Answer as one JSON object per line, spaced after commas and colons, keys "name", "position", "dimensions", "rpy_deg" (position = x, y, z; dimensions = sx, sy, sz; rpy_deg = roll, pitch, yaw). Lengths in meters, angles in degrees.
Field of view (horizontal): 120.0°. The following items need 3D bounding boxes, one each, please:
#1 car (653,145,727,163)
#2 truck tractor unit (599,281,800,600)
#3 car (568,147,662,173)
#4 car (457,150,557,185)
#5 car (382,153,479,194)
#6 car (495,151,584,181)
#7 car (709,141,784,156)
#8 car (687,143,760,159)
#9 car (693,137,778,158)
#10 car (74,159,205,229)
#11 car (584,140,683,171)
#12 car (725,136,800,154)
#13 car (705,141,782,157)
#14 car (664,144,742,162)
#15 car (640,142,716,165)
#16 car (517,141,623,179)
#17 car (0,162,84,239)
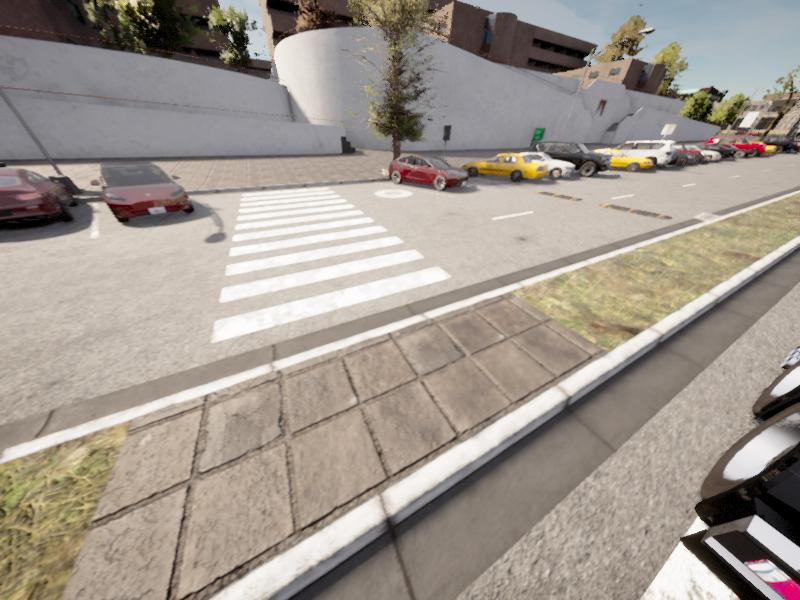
{"name": "car", "position": [30.933, -15.772, 24.873], "dimensions": [4.674, 1.452, 2.002], "rpy_deg": [28, 44, 34]}
{"name": "truck tractor unit", "position": [5.141, -0.271, 0.728], "dimensions": [6.516, 4.208, 3.053], "rpy_deg": [-17, 39, -23]}
{"name": "car", "position": [17.671, -11.742, 19.265], "dimensions": [5.366, 1.575, 1.946], "rpy_deg": [28, 43, 34]}
{"name": "car", "position": [6.677, -8.759, 15.034], "dimensions": [5.366, 1.575, 1.946], "rpy_deg": [28, 44, 34]}
{"name": "car", "position": [1.480, -7.110, 12.709], "dimensions": [4.792, 1.488, 2.163], "rpy_deg": [28, 43, 34]}
{"name": "car", "position": [9.494, -9.433, 16.074], "dimensions": [4.674, 1.452, 2.002], "rpy_deg": [28, 43, 34]}
{"name": "car", "position": [46.862, -20.719, 31.477], "dimensions": [5.366, 1.575, 1.946], "rpy_deg": [28, 44, 34]}
{"name": "car", "position": [38.992, -18.195, 28.112], "dimensions": [4.792, 1.488, 2.163], "rpy_deg": [28, 44, 34]}
{"name": "car", "position": [41.667, -19.234, 29.041], "dimensions": [5.566, 2.045, 2.435], "rpy_deg": [28, 44, 34]}
{"name": "car", "position": [-9.232, -4.028, 8.250], "dimensions": [4.792, 1.488, 2.163], "rpy_deg": [28, 43, 34]}
{"name": "car", "position": [20.192, -12.817, 20.341], "dimensions": [5.566, 2.045, 2.435], "rpy_deg": [28, 44, 34]}
{"name": "car", "position": [52.326, -22.464, 33.427], "dimensions": [5.566, 2.045, 2.435], "rpy_deg": [28, 44, 34]}
{"name": "car", "position": [44.462, -19.776, 30.180], "dimensions": [5.366, 1.575, 1.946], "rpy_deg": [28, 44, 34]}
{"name": "car", "position": [33.615, -16.606, 25.930], "dimensions": [5.008, 1.535, 2.097], "rpy_deg": [28, 44, 34]}
{"name": "car", "position": [28.233, -15.114, 23.704], "dimensions": [4.553, 1.767, 2.185], "rpy_deg": [28, 44, 34]}
{"name": "car", "position": [12.202, -10.437, 17.003], "dimensions": [5.566, 2.045, 2.435], "rpy_deg": [28, 43, 34]}
{"name": "car", "position": [-11.935, -3.256, 7.150], "dimensions": [4.674, 1.452, 2.002], "rpy_deg": [28, 44, 34]}
